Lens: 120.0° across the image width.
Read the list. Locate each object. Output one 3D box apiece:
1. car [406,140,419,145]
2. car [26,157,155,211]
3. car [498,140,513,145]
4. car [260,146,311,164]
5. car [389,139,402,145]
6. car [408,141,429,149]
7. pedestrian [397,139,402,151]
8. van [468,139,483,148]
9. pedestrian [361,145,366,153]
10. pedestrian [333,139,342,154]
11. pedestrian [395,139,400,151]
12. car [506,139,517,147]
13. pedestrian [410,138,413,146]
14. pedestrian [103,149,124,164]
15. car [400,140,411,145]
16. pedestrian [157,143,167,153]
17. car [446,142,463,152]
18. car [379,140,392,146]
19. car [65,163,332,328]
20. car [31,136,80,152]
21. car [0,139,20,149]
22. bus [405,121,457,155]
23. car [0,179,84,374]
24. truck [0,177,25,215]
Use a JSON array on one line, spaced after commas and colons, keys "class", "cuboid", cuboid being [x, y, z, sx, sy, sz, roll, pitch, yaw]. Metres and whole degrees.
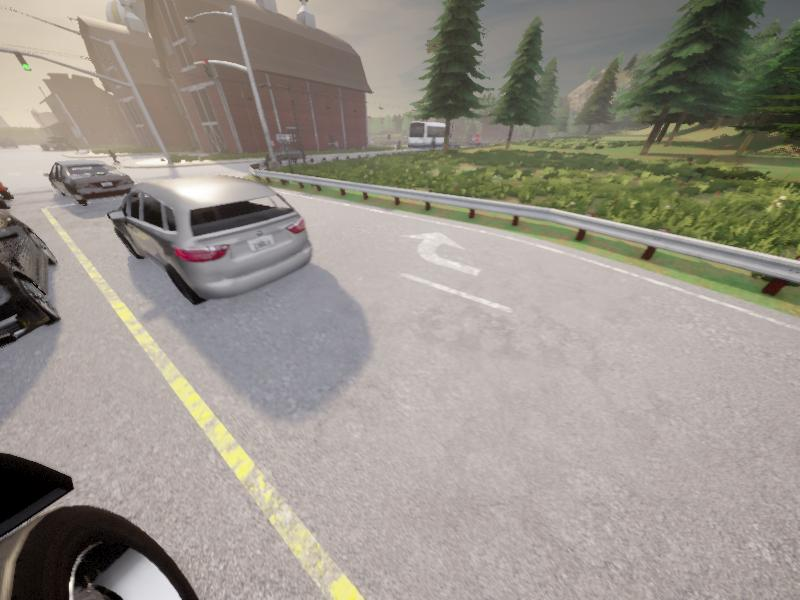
[{"class": "car", "cuboid": [4.644, -57.643, 84.466, 4.193, 1.474, 1.816, 16, 38, 21]}, {"class": "car", "cuboid": [-13.225, -5.125, 9.860, 5.357, 1.411, 2.033, 20, 40, 26]}, {"class": "car", "cuboid": [39.667, -59.214, 87.030, 4.514, 1.525, 2.007, -5, 36, -8]}, {"class": "car", "cuboid": [-12.053, -15.442, 24.564, 1.994, 1.385, 4.181, 23, 41, 28]}, {"class": "car", "cuboid": [-1.674, -60.310, 87.930, 4.553, 1.767, 2.097, 22, 41, 28]}, {"class": "car", "cuboid": [4.767, -39.503, 58.742, 4.792, 1.488, 2.163, 22, 40, 27]}, {"class": "pedestrian", "cuboid": [-0.086, -29.277, 43.559, 0.751, 1.860, 0.751, 22, 40, 27]}, {"class": "van", "cuboid": [20.055, -41.509, 61.241, 2.069, 2.038, 4.480, 23, 41, 28]}, {"class": "pedestrian", "cuboid": [-5.911, -24.264, 37.057, 0.500, 1.100, 0.500, 22, 41, 28]}, {"class": "pedestrian", "cuboid": [-9.056, -22.258, 33.524, 0.751, 1.860, 0.751, 21, 40, 27]}, {"class": "pedestrian", "cuboid": [-0.494, -29.579, 43.984, 0.751, 1.860, 0.751, -26, 43, -32]}, {"class": "car", "cuboid": [36.374, -51.081, 75.104, 1.905, 1.878, 3.866, 23, 41, 28]}, {"class": "pedestrian", "cuboid": [3.515, -47.830, 69.906, 0.751, 1.860, 0.751, -21, 40, -27]}, {"class": "pedestrian", "cuboid": [-25.286, -12.677, 20.405, 0.500, 1.100, 0.500, 1, 35, 1]}, {"class": "car", "cuboid": [1.919, -55.271, 81.105, 1.784, 1.438, 3.905, 22, 41, 28]}, {"class": "pedestrian", "cuboid": [-32.219, -20.557, 31.315, 0.500, 1.100, 0.500, -27, 43, -33]}, {"class": "car", "cuboid": [10.858, -30.447, 45.908, 1.845, 1.501, 3.633, 22, 41, 28]}, {"class": "car", "cuboid": [-4.449, -48.832, 71.889, 1.816, 1.474, 4.193, 22, 41, 28]}, {"class": "car", "cuboid": [-3.961, -1.576, 4.661, 4.611, 1.667, 2.242, 22, 40, 27]}, {"class": "car", "cuboid": [-56.586, -25.744, 38.010, 3.866, 1.878, 1.905, -6, 41, -6]}, {"class": "car", "cuboid": [-78.136, -31.180, 46.098, 3.705, 1.549, 1.789, 22, 41, 27]}, {"class": "bus", "cuboid": [5.340, -27.236, 38.944, 3.944, 4.253, 10.273, 23, 41, 28]}, {"class": "car", "cuboid": [-6.777, -0.479, 3.218, 4.902, 1.511, 2.128, 25, 42, 31]}, {"class": "truck", "cuboid": [-16.196, -4.346, 7.798, 5.204, 2.467, 2.627, 22, 40, 28]}]
